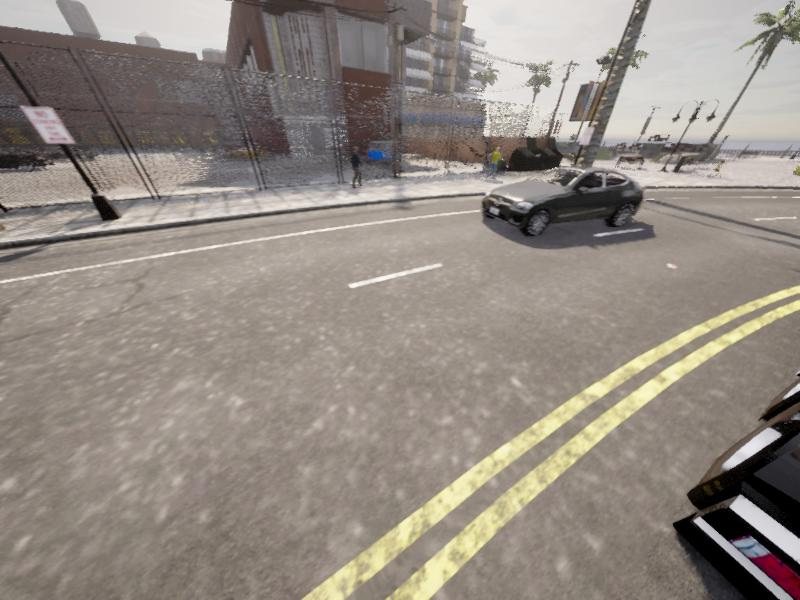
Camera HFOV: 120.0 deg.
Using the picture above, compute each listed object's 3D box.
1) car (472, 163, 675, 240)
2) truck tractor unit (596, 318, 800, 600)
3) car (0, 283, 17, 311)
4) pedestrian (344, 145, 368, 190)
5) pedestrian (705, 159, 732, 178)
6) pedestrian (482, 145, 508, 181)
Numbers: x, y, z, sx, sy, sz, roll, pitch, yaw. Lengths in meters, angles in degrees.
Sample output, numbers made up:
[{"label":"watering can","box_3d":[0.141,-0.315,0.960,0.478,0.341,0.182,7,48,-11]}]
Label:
[{"label":"car","box_3d":[5.270,-3.335,7.435,5.027,1.651,2.152,-9,36,-14]},{"label":"truck tractor unit","box_3d":[5.198,-0.201,0.667,6.516,4.208,3.053,-14,37,-20]},{"label":"car","box_3d":[-7.980,0.482,1.862,4.514,1.525,2.007,-18,39,-25]},{"label":"pedestrian","box_3d":[-2.153,-6.575,11.445,0.751,1.860,0.751,-18,39,-25]},{"label":"pedestrian","box_3d":[22.806,-9.433,16.564,0.500,1.100,0.500,2,35,2]},{"label":"pedestrian","box_3d":[5.818,-8.417,14.198,0.751,1.860,0.751,-15,38,-21]}]
